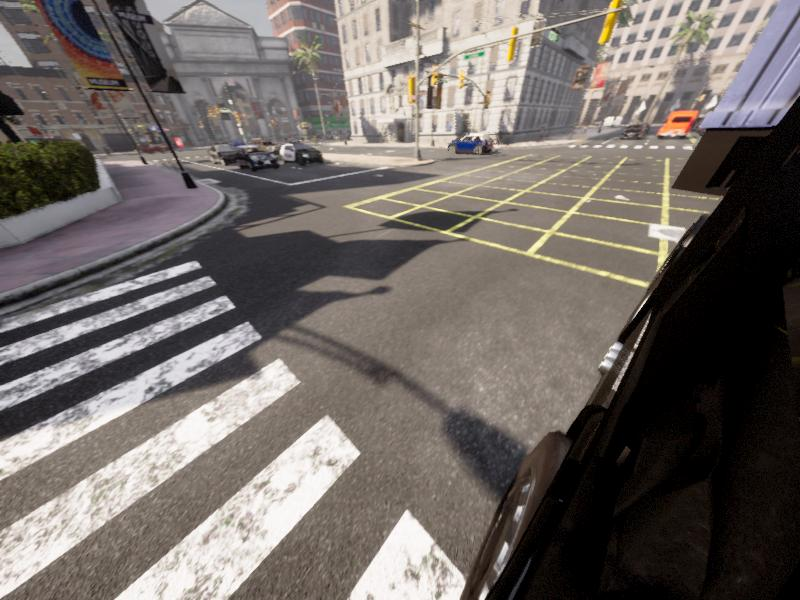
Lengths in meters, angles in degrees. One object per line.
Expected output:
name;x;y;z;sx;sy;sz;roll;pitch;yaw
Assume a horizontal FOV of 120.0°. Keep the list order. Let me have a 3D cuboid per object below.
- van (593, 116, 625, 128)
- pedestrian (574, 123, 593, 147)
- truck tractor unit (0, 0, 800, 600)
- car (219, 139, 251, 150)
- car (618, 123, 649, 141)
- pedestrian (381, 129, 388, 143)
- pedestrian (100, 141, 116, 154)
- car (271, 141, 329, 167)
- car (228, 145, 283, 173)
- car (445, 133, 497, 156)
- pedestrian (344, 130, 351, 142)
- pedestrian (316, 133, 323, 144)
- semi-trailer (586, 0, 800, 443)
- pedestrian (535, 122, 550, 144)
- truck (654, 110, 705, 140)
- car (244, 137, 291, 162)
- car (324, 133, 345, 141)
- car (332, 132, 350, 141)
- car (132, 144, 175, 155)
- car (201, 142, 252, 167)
van;61.065;-52.081;67.592;6.366;2.431;2.351;28;46;34
pedestrian;17.873;-16.102;22.511;0.751;1.860;0.751;28;47;35
truck tractor unit;2.645;-0.295;0.351;6.516;4.208;3.053;-28;44;-30
car;-29.102;-27.402;40.789;4.674;1.442;1.812;9;38;15
car;27.840;-20.033;27.522;1.837;1.490;4.892;27;46;34
pedestrian;-2.495;-26.761;37.711;0.751;1.860;0.751;29;47;35
pedestrian;-52.014;-27.120;41.131;0.751;1.860;0.751;13;39;20
car;-8.301;-12.157;19.109;4.974;1.542;2.038;27;46;34
car;-10.791;-10.593;17.211;3.806;1.475;1.970;27;46;34
car;6.249;-13.906;20.626;3.806;1.475;1.970;27;46;34
pedestrian;-10.182;-31.581;44.609;0.751;1.860;0.751;20;42;27
pedestrian;-16.697;-33.631;47.990;0.751;1.860;0.751;-31;45;-33
semi-trailer;9.890;-2.271;2.389;14.254;4.402;2.717;-11;37;-11
pedestrian;15.043;-17.646;24.488;0.751;1.860;0.751;22;43;29
truck;31.246;-19.658;26.015;2.627;2.467;5.204;27;45;33
car;-12.911;-14.696;22.485;4.605;1.855;1.932;28;46;34
car;-17.423;-43.554;61.557;2.038;1.542;4.974;28;46;34
car;-15.198;-41.948;59.333;1.851;1.617;3.988;28;46;34
car;-42.201;-25.900;39.684;4.718;1.301;1.895;-19;40;-20
car;-15.724;-13.225;20.884;5.238;1.638;1.930;28;46;34
